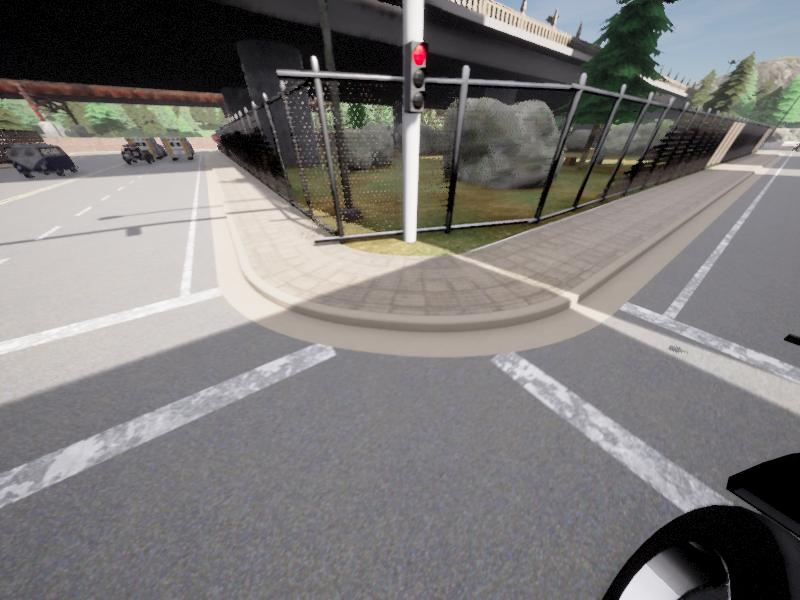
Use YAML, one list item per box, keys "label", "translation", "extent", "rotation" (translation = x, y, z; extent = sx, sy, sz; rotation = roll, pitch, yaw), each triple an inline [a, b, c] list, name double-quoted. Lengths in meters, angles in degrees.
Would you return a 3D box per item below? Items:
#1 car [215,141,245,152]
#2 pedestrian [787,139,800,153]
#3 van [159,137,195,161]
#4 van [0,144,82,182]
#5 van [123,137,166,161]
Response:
- label: "car"
  translation: [-35.734, -32.317, 48.590]
  extent: [4.553, 1.767, 2.097]
  rotation: [-22, 40, -27]
- label: "pedestrian"
  translation: [60.300, -23.330, 34.993]
  extent: [0.751, 1.860, 0.751]
  rotation: [-27, 43, -32]
- label: "van"
  translation: [-29.194, -20.017, 30.514]
  extent: [2.351, 2.431, 6.366]
  rotation: [-22, 41, -28]
- label: "van"
  translation: [-25.714, -9.979, 16.613]
  extent: [1.775, 1.987, 4.442]
  rotation: [-22, 41, -28]
- label: "van"
  translation: [-33.578, -20.088, 30.648]
  extent: [2.351, 2.431, 6.366]
  rotation: [-22, 41, -28]
